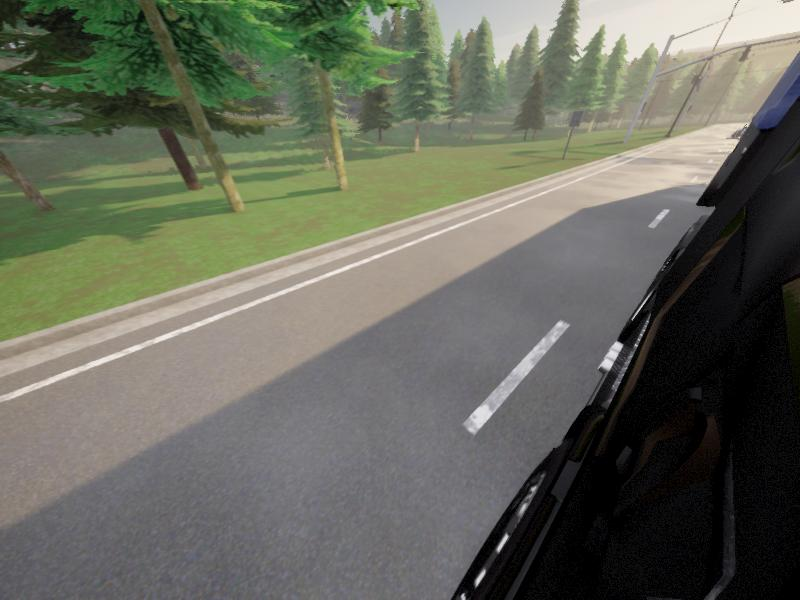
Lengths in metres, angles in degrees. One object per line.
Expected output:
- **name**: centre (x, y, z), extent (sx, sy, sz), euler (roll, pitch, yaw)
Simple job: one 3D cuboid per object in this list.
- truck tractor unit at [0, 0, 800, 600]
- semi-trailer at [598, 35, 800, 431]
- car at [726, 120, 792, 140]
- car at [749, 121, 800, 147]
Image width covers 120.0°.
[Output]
- **truck tractor unit**: centre (2.645, -0.295, 0.351), extent (6.516, 4.208, 3.053), euler (-28, 44, -30)
- **semi-trailer**: centre (8.697, -3.586, 4.258), extent (14.254, 4.402, 2.717), euler (-28, 43, -30)
- **car**: centre (37.568, -17.829, 24.214), extent (4.674, 1.442, 1.812), euler (-11, 37, -12)
- **car**: centre (29.801, -13.054, 18.145), extent (3.705, 1.549, 1.789), euler (-24, 41, -26)
